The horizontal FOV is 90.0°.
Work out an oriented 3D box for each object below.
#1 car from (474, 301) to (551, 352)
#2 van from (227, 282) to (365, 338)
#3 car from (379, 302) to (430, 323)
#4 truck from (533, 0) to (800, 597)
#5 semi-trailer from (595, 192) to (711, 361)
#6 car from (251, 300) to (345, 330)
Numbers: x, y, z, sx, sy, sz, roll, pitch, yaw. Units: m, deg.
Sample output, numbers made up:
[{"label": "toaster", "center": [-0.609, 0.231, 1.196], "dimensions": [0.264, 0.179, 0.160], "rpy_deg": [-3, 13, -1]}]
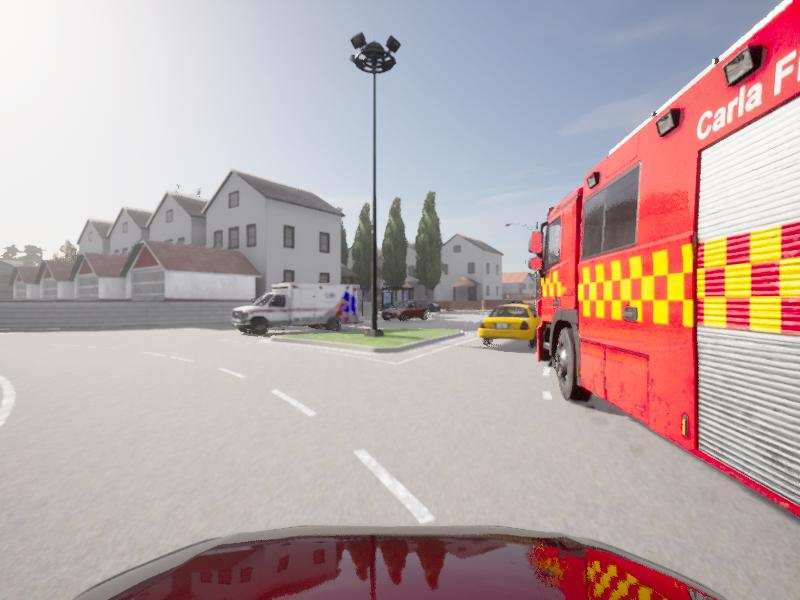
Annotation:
[{"label": "car", "center": [4.459, 0.826, 15.185], "dimensions": [1.801, 1.575, 5.366], "rpy_deg": [0, 0, 27]}, {"label": "van", "center": [-5.087, 0.412, 20.324], "dimensions": [6.366, 2.431, 2.351], "rpy_deg": [0, 0, -41]}, {"label": "car", "center": [0.405, 0.906, 30.888], "dimensions": [1.816, 1.474, 4.193], "rpy_deg": [0, 0, 38]}, {"label": "truck", "center": [3.749, -0.315, 3.739], "dimensions": [2.891, 3.827, 8.468], "rpy_deg": [0, 0, 5]}, {"label": "semi-trailer", "center": [10.362, -0.590, 17.358], "dimensions": [2.717, 4.402, 14.254], "rpy_deg": [0, 0, 29]}, {"label": "car", "center": [-6.011, 0.811, 24.101], "dimensions": [5.238, 1.638, 1.930], "rpy_deg": [0, 0, -43]}]
